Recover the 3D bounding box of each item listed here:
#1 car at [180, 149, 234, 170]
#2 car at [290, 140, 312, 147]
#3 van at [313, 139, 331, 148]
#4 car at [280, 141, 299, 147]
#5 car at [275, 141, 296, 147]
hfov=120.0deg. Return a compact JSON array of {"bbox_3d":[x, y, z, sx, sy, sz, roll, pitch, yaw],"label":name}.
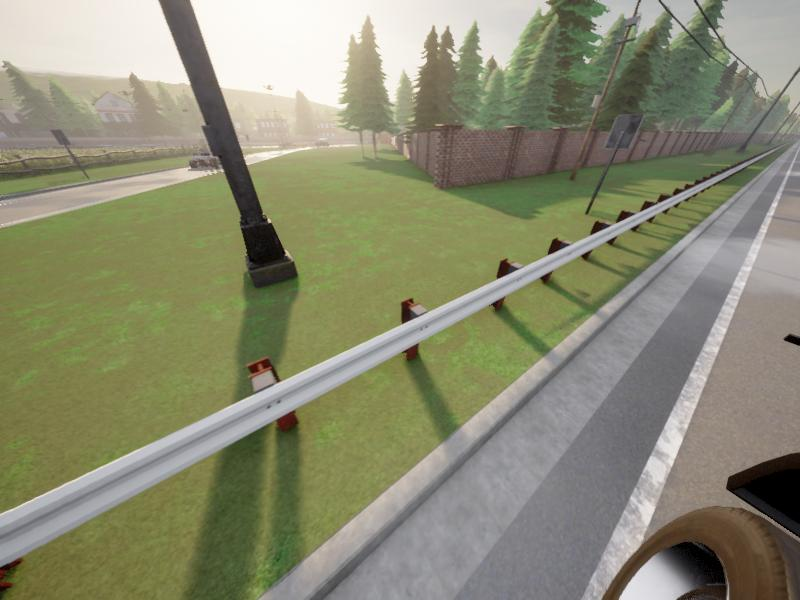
[{"bbox_3d":[-17.529,-13.010,21.306,1.994,1.385,4.181,-6,36,-8],"label":"car"},{"bbox_3d":[-28.975,-45.644,67.493,5.366,1.575,1.801,-22,41,-28],"label":"car"},{"bbox_3d":[-20.853,-41.890,61.710,2.069,2.038,4.480,10,36,14],"label":"van"},{"bbox_3d":[-34.211,-48.426,71.515,5.008,1.535,1.882,-22,40,-28],"label":"car"},{"bbox_3d":[-33.863,-46.110,68.229,5.008,1.535,1.882,-22,40,-28],"label":"car"}]
